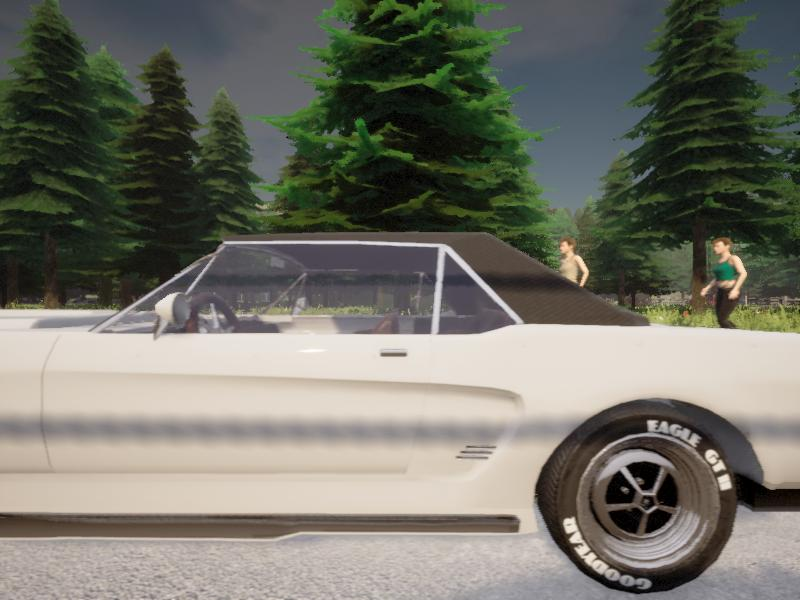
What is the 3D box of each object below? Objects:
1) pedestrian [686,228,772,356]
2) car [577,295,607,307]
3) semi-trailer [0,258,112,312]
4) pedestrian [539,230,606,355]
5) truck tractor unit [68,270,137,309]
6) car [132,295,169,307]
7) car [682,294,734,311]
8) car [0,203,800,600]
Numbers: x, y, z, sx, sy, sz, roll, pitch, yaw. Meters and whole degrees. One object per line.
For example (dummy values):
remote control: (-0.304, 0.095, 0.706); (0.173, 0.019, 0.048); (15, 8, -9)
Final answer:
pedestrian: (5.078, -0.115, 6.227); (0.751, 1.860, 0.751); (0, 0, 7)
car: (29.585, 0.148, 61.801); (2.033, 1.649, 4.856); (0, 0, -3)
semi-trailer: (-34.161, -1.242, 38.369); (2.717, 4.402, 14.254); (0, 0, 0)
pedestrian: (2.708, -0.115, 6.349); (0.751, 1.860, 0.751); (0, 0, 0)
truck tractor unit: (-34.120, -1.139, 46.281); (3.053, 4.208, 6.516); (0, 0, 1)
car: (-33.953, 0.132, 54.601); (2.242, 1.667, 4.611); (0, 0, 1)
car: (29.526, 0.225, 38.489); (1.816, 1.474, 4.193); (0, 0, 1)
car: (-0.541, 0.344, 2.215); (4.718, 1.301, 1.895); (0, 0, 0)
